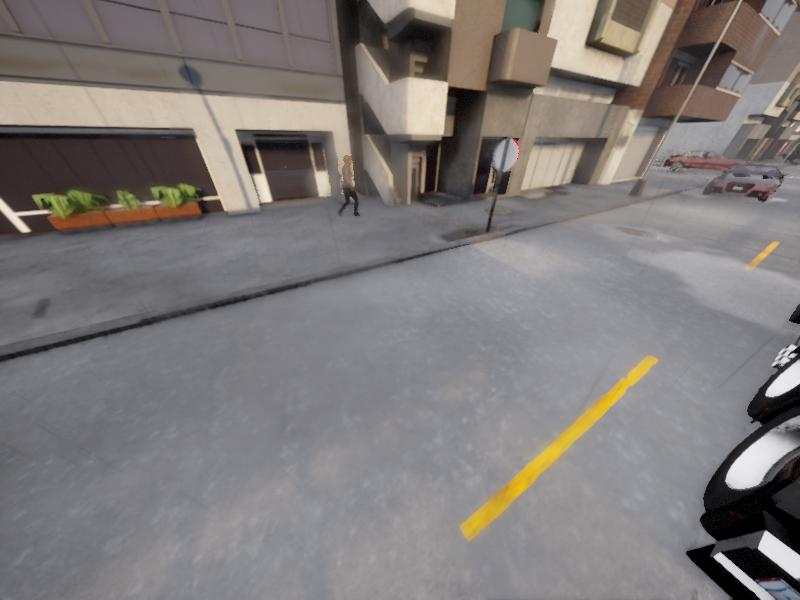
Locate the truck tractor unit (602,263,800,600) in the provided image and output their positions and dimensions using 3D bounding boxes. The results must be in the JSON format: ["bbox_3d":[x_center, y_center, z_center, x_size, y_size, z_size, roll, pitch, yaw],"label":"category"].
[{"bbox_3d":[5.108,-0.304,0.784,6.516,4.208,3.053,-18,39,-24],"label":"truck tractor unit"}]

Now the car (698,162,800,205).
[{"bbox_3d":[17.148,-5.862,11.369,4.181,1.385,1.994,-20,40,-26],"label":"car"}]

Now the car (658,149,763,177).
[{"bbox_3d":[26.079,-11.811,19.768,2.152,1.651,5.027,-30,45,-35],"label":"car"}]

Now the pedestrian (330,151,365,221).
[{"bbox_3d":[-1.629,-3.594,7.305,0.751,1.860,0.751,-12,37,-17],"label":"pedestrian"}]
